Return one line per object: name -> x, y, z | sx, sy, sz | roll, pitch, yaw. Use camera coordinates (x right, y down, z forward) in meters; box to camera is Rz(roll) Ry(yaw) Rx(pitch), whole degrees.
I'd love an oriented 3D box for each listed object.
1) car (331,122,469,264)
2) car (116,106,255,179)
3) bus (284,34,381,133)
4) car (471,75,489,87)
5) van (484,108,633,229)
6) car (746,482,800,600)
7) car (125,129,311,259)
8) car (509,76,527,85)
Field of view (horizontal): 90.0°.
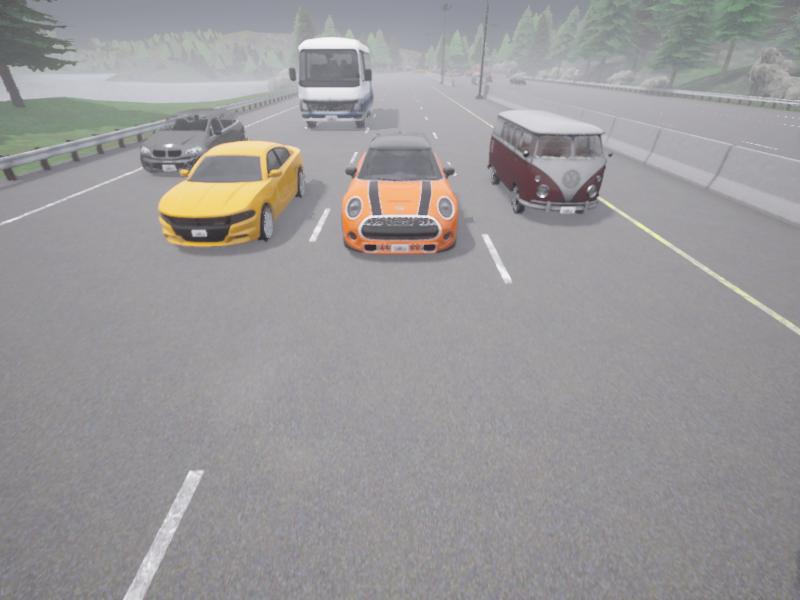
car -> 0.000, -2.540, 8.521 | 2.097, 1.767, 4.553 | 0, 30, 0
car -> -7.002, -5.602, 13.854 | 2.242, 1.667, 4.611 | 0, 30, 0
bus -> -3.371, -12.989, 23.893 | 3.944, 4.253, 10.273 | 0, 30, 0
car -> 13.995, -38.726, 70.611 | 2.152, 1.651, 5.027 | 0, 30, 0
van -> 3.500, -3.490, 9.956 | 1.775, 1.987, 4.442 | 0, 30, 0
car -> 3.501, 2.274, 0.744 | 1.994, 1.385, 4.181 | 0, 30, 0
car -> -3.500, -2.671, 8.995 | 1.882, 1.535, 5.008 | 0, 31, 0
car -> 20.995, -39.152, 71.388 | 1.895, 1.301, 4.718 | 0, 30, 0
